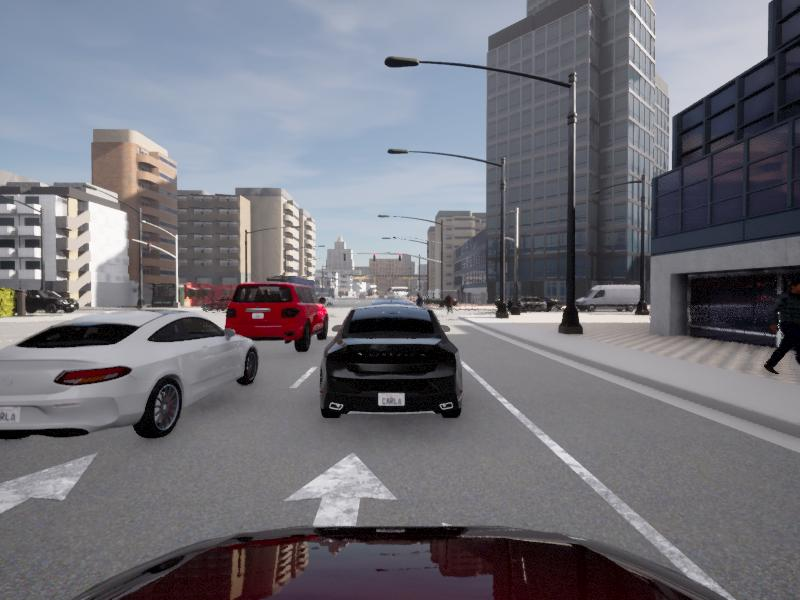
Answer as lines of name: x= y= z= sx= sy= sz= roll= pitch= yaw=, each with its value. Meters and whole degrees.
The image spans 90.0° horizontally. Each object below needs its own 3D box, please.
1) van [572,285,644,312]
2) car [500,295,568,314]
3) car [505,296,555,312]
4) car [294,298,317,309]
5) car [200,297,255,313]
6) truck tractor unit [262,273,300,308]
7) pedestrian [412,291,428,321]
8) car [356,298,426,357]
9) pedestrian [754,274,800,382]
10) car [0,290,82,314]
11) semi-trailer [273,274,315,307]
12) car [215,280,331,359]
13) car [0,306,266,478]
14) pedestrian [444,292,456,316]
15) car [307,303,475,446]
van: x=19.906 y=-0.155 z=38.479 sx=5.915 sy=2.561 sz=1.988 roll=0 pitch=1 yaw=-1
car: x=11.604 y=0.354 z=34.906 sx=5.238 sy=1.638 sz=1.930 roll=0 pitch=1 yaw=0
car: x=12.427 y=0.376 z=38.379 sx=4.193 sy=1.474 sz=1.816 roll=0 pitch=1 yaw=-1
car: x=-11.611 y=0.350 z=49.434 sx=1.895 sy=1.301 sz=4.718 roll=0 pitch=0 yaw=-1
car: x=-15.857 y=0.424 z=36.818 sx=4.674 sy=1.442 sz=1.812 roll=0 pitch=1 yaw=19
truck tractor unit: x=-15.153 y=-1.134 z=51.325 sx=3.053 sy=4.208 sz=6.516 roll=0 pitch=0 yaw=-1
pedestrian: x=1.303 y=0.376 z=26.011 sx=0.751 sy=1.860 sz=0.751 roll=-1 pitch=1 yaw=-36
car: x=-0.289 y=0.737 z=13.310 sx=1.882 sy=1.535 sz=5.008 roll=0 pitch=1 yaw=-1
pedestrian: x=7.203 y=0.479 z=7.323 sx=0.751 sy=1.860 sz=0.751 roll=0 pitch=1 yaw=-3
car: x=-30.852 y=0.145 z=34.241 sx=5.566 sy=2.045 sz=2.150 roll=0 pitch=1 yaw=-1
semi-trailer: x=-15.334 y=-1.279 z=59.236 sx=2.717 sy=4.402 sz=14.254 roll=0 pitch=0 yaw=-1
car: x=-3.796 y=0.479 z=13.206 sx=2.150 sy=2.045 sz=5.566 roll=0 pitch=1 yaw=-1
car: x=-3.631 y=0.861 z=5.908 sx=1.812 sy=1.442 sz=4.674 roll=0 pitch=0 yaw=-1
pedestrian: x=3.874 y=0.289 z=31.068 sx=0.751 sy=1.860 sz=0.751 roll=0 pitch=1 yaw=24
car: x=-0.149 y=0.835 z=6.827 sx=1.837 sy=1.490 sz=4.892 roll=0 pitch=0 yaw=-1
